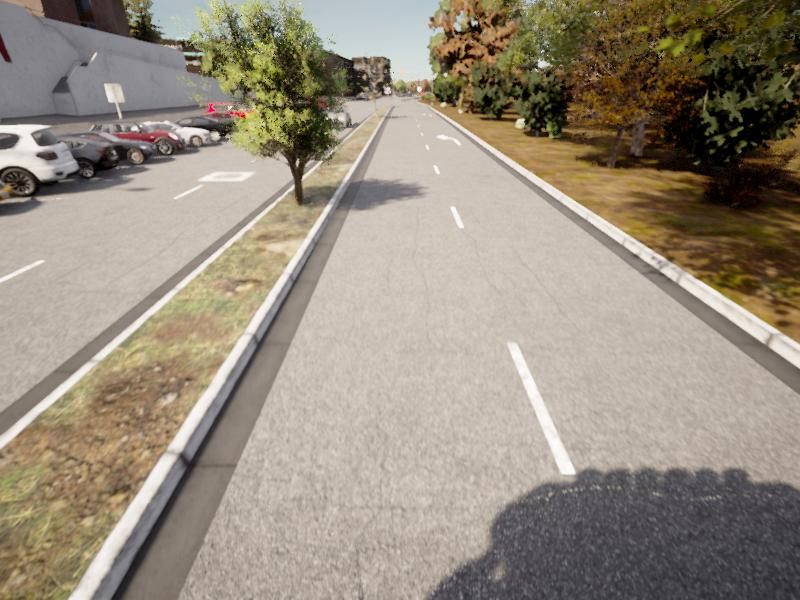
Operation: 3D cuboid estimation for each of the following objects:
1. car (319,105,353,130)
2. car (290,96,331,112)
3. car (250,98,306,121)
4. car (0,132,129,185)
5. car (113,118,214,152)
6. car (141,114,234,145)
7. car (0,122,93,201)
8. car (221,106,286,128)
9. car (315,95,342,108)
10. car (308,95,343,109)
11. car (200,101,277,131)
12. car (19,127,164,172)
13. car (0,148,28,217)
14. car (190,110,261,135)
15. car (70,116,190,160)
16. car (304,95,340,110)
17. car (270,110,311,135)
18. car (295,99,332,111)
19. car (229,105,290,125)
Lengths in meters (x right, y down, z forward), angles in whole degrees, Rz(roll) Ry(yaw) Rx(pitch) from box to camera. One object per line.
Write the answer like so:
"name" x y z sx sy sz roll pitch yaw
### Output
"car" -5.541 -16.135 35.257 2.242 1.667 4.611 0 28 0
"car" -13.470 -29.680 60.512 5.566 2.045 2.435 -10 29 -17
"car" -13.576 -21.293 44.573 5.566 2.045 2.435 -10 30 -17
"car" -13.769 -5.540 15.558 4.792 1.488 2.163 -10 29 -17
"car" -13.693 -9.758 23.536 4.674 1.452 2.002 -10 29 -17
"car" -13.665 -11.206 26.164 5.008 1.535 2.097 -10 30 -17
"car" -13.789 -4.391 12.774 5.566 2.045 2.435 -10 29 -17
"car" -13.427 -16.895 36.811 5.366 1.575 1.946 -10 29 -17
"car" -13.174 -36.660 73.885 4.442 1.987 1.878 -10 29 -17
"car" -13.306 -35.273 71.184 5.566 2.045 2.435 -10 29 -17
"car" -13.598 -15.676 34.003 5.566 2.045 2.435 -10 29 -17
"car" -13.728 -6.941 18.239 4.674 1.452 2.002 -10 29 -17
"car" -13.606 -2.813 10.294 5.366 1.575 1.946 -10 29 -17
"car" -13.611 -14.015 31.485 4.792 1.488 2.163 -10 29 -17
"car" -13.740 -8.491 20.800 4.553 1.767 2.185 -10 29 -17
"car" -13.394 -33.864 68.495 5.566 2.045 2.435 -10 29 -17
"car" -8.566 -14.112 31.650 1.837 1.490 4.892 0 28 0
"car" -13.594 -30.828 63.242 5.366 1.575 1.946 -10 29 -17
"car" -13.757 -18.236 39.346 5.366 1.575 1.946 -10 30 -17
